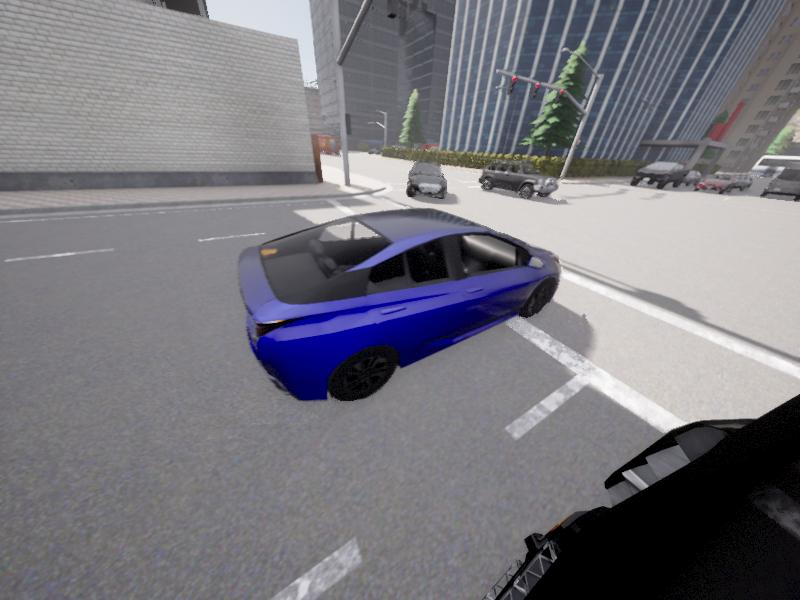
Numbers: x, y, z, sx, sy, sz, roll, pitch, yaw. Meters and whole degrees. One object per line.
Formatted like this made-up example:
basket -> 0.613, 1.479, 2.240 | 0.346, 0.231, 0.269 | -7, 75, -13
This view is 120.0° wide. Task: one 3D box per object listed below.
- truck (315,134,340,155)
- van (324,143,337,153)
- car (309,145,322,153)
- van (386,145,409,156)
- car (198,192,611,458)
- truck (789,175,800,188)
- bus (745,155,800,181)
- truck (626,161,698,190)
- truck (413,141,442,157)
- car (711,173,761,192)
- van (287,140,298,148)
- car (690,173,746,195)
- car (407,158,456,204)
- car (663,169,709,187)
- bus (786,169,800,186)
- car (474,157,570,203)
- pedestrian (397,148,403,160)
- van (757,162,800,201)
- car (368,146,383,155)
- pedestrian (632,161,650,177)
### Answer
truck -> -16.726, -35.801, 53.156 | 2.891, 3.827, 8.468 | -16, 38, -26
van -> -18.815, -40.953, 62.363 | 2.069, 2.038, 4.480 | -16, 38, -26
car -> -23.092, -41.067, 62.755 | 2.033, 1.411, 5.357 | -16, 38, -26
van -> -0.694, -43.154, 66.758 | 6.366, 2.431, 2.351 | -16, 38, -26
car -> 0.410, -0.409, 3.229 | 4.514, 1.525, 2.007 | -17, 39, -28
truck -> 54.418, -15.934, 30.074 | 5.204, 2.467, 2.627 | -15, 38, -26
bus -> 85.102, -28.623, 50.149 | 3.944, 4.253, 10.273 | -16, 38, -26
truck -> 25.003, -11.950, 22.066 | 6.274, 2.098, 2.390 | -16, 38, -26
truck -> 8.355, -46.331, 71.019 | 8.468, 3.827, 2.891 | -16, 38, -26
car -> 34.343, -12.054, 23.634 | 4.181, 1.385, 1.994 | -16, 38, -27
van -> -40.294, -58.616, 86.862 | 2.351, 2.431, 6.366 | -16, 38, -26
car -> 28.290, -10.385, 20.539 | 4.193, 1.474, 1.816 | -16, 38, -26
car -> 1.475, -6.802, 12.910 | 2.033, 1.649, 4.856 | 4, 33, -2
car -> 31.794, -13.595, 25.681 | 4.674, 1.442, 1.812 | -16, 38, -26
bus -> 62.692, -19.065, 33.862 | 10.273, 4.253, 3.944 | -16, 38, -26
car -> 7.087, -7.431, 14.071 | 1.932, 1.855, 4.605 | -16, 38, -26
pedestrian -> 0.067, -27.558, 43.553 | 0.751, 1.860, 0.751 | -16, 38, -27
van -> 33.399, -9.980, 19.376 | 5.915, 2.561, 1.988 | -14, 37, -24
car -> -7.176, -43.293, 66.970 | 3.866, 1.878, 1.905 | -16, 38, -26
pedestrian -> 32.562, -17.702, 31.231 | 0.751, 1.860, 0.751 | -16, 38, -26
